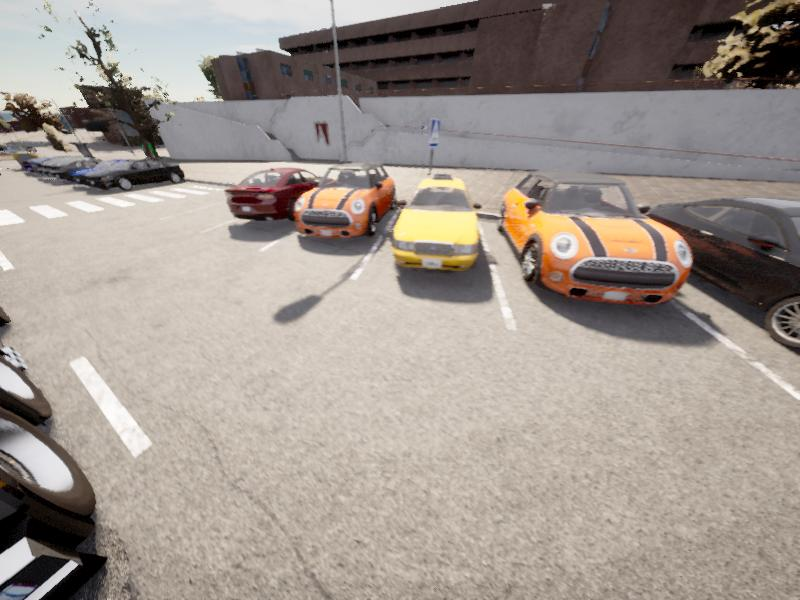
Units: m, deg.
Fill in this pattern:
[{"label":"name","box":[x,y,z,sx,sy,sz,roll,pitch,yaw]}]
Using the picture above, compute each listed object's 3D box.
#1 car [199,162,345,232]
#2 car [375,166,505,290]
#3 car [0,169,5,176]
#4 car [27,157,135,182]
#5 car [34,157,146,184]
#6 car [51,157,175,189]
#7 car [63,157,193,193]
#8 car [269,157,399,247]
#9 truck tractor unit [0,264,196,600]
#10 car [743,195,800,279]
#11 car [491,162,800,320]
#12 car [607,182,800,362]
[{"label":"car","box":[-4.102,-4.167,8.730,2.097,1.535,5.008,5,34,9]},{"label":"car","box":[1.030,-2.411,6.108,1.946,1.575,5.366,6,34,8]},{"label":"car","box":[-44.330,-14.030,24.541,3.633,1.501,1.845,20,39,29]},{"label":"car","box":[-27.174,-11.436,20.047,2.231,1.521,4.892,6,34,10]},{"label":"car","box":[-24.641,-10.621,18.753,2.231,1.521,4.892,5,34,10]},{"label":"car","box":[-19.535,-9.030,16.229,2.097,1.535,5.008,5,34,9]},{"label":"car","box":[-16.973,-8.233,14.975,2.097,1.535,5.008,5,34,9]},{"label":"car","box":[-1.513,-3.465,7.453,2.185,1.767,4.553,6,34,8]},{"label":"truck tractor unit","box":[-5.118,-0.292,0.793,6.516,4.208,3.053,18,39,24]},{"label":"car","box":[8.789,-0.176,2.413,2.435,2.045,5.566,6,35,8]},{"label":"car","box":[3.639,-1.794,4.986,2.185,1.767,4.553,6,35,8]},{"label":"car","box":[6.211,-0.801,3.828,2.002,1.452,4.674,6,35,8]}]
